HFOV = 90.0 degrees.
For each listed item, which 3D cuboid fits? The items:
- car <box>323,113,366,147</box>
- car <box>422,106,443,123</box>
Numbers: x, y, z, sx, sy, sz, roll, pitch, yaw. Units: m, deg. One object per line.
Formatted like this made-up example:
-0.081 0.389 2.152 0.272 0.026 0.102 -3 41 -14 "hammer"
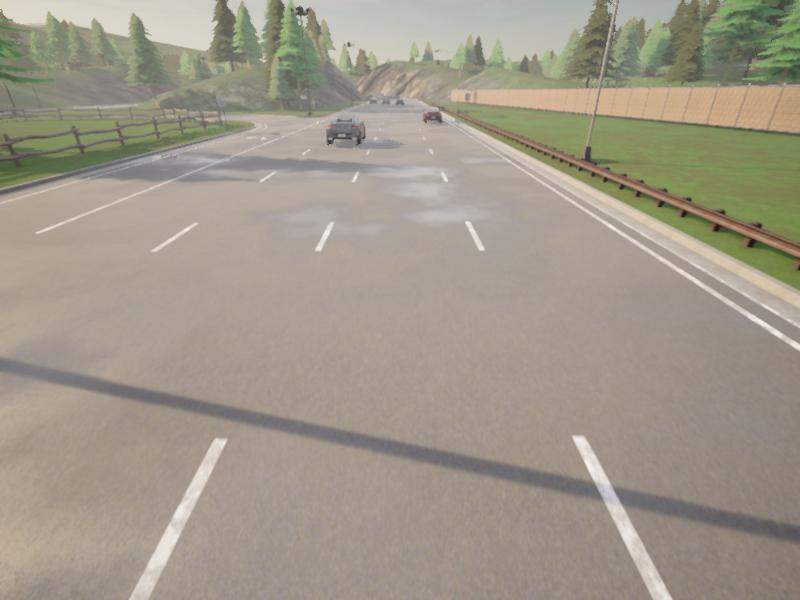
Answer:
-3.512 -11.279 26.352 2.152 1.651 5.027 0 28 0 "car"
3.483 -20.194 43.545 1.812 1.442 4.674 0 28 0 "car"
